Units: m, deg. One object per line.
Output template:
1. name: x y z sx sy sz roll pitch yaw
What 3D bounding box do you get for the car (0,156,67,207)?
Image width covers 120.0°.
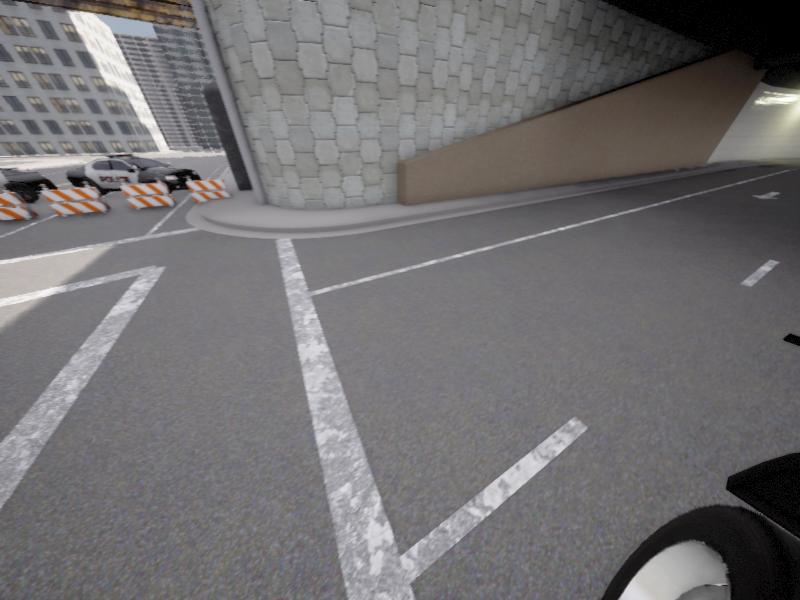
1. car: -16.591 -4.050 8.230 2.038 1.542 4.974 16 39 21

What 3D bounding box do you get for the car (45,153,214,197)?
1. car: -12.164 -5.872 10.780 4.974 1.542 2.038 1 35 1

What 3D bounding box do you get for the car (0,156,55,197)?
1. car: -16.569 -4.205 8.177 1.853 1.218 4.536 16 39 21

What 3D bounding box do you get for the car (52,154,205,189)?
1. car: -12.216 -6.001 10.690 4.536 1.218 1.853 1 35 1
